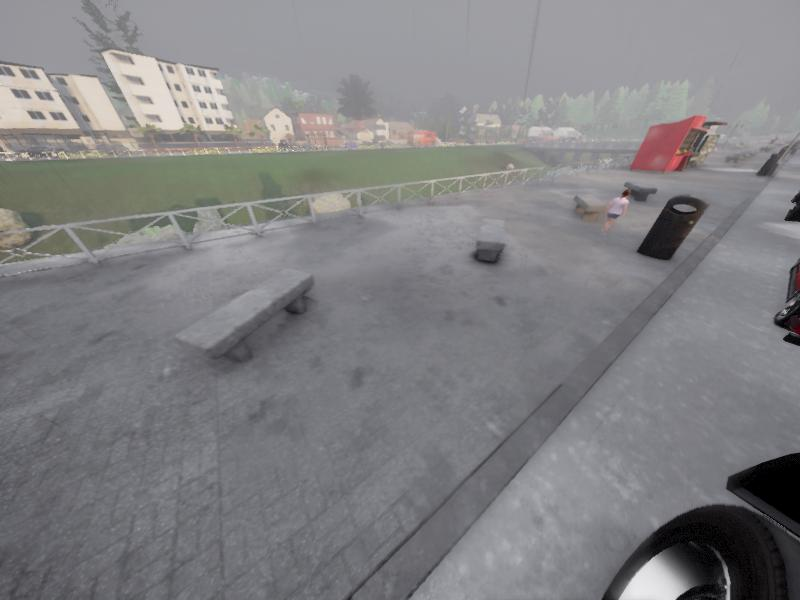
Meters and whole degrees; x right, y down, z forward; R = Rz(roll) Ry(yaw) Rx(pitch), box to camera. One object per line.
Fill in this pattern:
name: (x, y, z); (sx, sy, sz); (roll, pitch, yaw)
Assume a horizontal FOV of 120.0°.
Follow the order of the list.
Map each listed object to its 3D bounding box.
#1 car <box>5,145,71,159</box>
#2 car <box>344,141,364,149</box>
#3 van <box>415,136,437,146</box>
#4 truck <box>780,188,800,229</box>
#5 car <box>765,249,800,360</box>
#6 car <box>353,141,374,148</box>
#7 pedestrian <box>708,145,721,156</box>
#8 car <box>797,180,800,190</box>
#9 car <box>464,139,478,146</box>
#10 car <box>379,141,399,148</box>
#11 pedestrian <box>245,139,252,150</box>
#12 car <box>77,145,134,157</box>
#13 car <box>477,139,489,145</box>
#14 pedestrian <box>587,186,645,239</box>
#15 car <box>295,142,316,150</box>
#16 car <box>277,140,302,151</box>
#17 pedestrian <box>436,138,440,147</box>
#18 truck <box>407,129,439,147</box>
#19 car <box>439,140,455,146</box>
car: (-53.244, -21.947, 34.173); (4.892, 1.490, 1.837); (-21, 40, -27)
car: (-10.733, -36.321, 54.185); (4.193, 1.474, 1.816); (-22, 41, -28)
van: (7.661, -46.911, 68.208); (6.366, 2.431, 2.351); (-22, 41, -28)
truck: (14.734, -3.562, 7.006); (6.274, 2.098, 2.390); (-22, 40, -27)
car: (7.045, -0.172, 2.902); (4.181, 1.385, 1.994); (-22, 40, -27)
car: (-9.320, -39.699, 58.943); (4.892, 1.490, 1.837); (-22, 41, -28)
pedestrian: (40.031, -19.065, 29.425); (0.500, 1.100, 0.500); (28, 44, 34)
car: (22.532, -6.461, 11.556); (4.902, 1.511, 2.128); (-22, 40, -27)
car: (22.509, -49.705, 72.826); (3.988, 1.617, 1.851); (-22, 41, -28)
car: (-2.760, -39.524, 58.661); (4.792, 1.488, 2.163); (-22, 41, -28)
pedestrian: (-32.926, -33.825, 50.291); (0.751, 1.860, 0.751); (-15, 38, -20)
car: (-47.543, -24.282, 37.519); (5.357, 1.411, 2.033); (-22, 41, -27)
car: (28.854, -55.004, 80.401); (3.806, 1.475, 1.970); (-22, 41, -28)
pedestrian: (5.315, -2.165, 5.750); (0.500, 1.100, 0.500); (-14, 37, -18)
car: (-21.309, -34.831, 52.246); (3.806, 1.475, 1.970); (-22, 41, -28)
car: (-22.613, -31.709, 47.398); (3.866, 1.878, 1.905); (-22, 41, -28)
pedestrian: (9.964, -41.239, 60.428); (0.751, 1.860, 0.751); (-21, 40, -27)
truck: (6.234, -44.101, 63.028); (8.468, 3.827, 2.891); (-22, 41, -28)
car: (14.783, -49.311, 72.528); (4.718, 1.301, 1.895); (-22, 41, -28)
